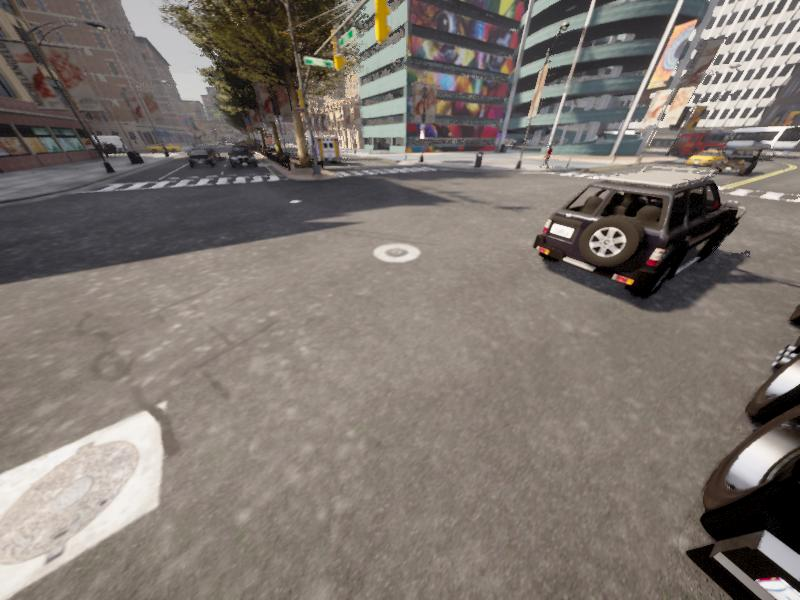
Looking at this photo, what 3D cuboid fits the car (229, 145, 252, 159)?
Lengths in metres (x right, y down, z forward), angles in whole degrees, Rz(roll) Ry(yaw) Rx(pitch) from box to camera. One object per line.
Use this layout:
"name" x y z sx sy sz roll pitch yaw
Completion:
"car" -22.396 -20.873 32.479 2.128 1.511 4.902 -18 39 -25

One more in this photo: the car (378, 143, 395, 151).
"car" -3.386 -37.198 55.947 2.161 1.482 4.786 -18 39 -25

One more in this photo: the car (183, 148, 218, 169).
"car" -19.321 -13.898 22.544 1.812 1.442 4.674 -18 39 -24

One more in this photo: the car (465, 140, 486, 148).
"car" 22.393 -46.297 68.554 2.435 2.045 5.566 -18 39 -25

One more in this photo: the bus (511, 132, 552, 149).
"bus" 42.310 -51.781 75.000 3.944 4.253 10.273 -18 39 -25

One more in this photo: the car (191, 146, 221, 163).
"car" -22.708 -17.214 27.207 2.007 1.525 4.514 -18 39 -25

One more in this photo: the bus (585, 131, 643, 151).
"bus" 58.109 -43.524 63.266 3.944 4.253 10.273 -14 37 -19

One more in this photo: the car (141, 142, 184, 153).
"car" -44.946 -28.978 43.879 1.801 1.575 5.366 26 43 32

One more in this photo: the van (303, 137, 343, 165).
"van" -8.878 -17.042 26.283 2.351 2.431 6.366 -18 39 -25

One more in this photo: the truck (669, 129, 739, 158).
"truck" 51.657 -26.969 39.810 2.891 3.827 8.468 14 37 18

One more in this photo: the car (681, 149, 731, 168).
"car" 32.817 -15.226 24.754 5.366 1.575 1.801 -19 39 -25

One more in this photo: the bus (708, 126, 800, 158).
"bus" 63.275 -28.155 41.229 3.944 4.253 10.273 8 36 11

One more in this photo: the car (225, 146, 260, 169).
"car" -15.390 -14.047 22.591 2.242 1.667 4.611 -18 39 -24

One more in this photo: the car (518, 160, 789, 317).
"car" 5.036 -1.631 4.742 4.605 1.855 1.932 -18 39 -24

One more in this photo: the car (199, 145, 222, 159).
"car" -26.027 -20.435 31.835 1.837 1.490 4.892 -19 39 -25

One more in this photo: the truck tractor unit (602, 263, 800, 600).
"truck tractor unit" 5.108 -0.305 0.782 6.516 4.208 3.053 -18 39 -24

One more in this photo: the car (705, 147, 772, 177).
"car" 27.486 -11.281 18.772 3.866 1.878 1.905 -19 39 -25

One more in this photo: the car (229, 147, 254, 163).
"car" -19.041 -17.511 27.801 1.994 1.385 4.181 -18 39 -25

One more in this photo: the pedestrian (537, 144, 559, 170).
"pedestrian" 12.636 -12.226 19.728 0.751 1.860 0.751 -17 39 -23
